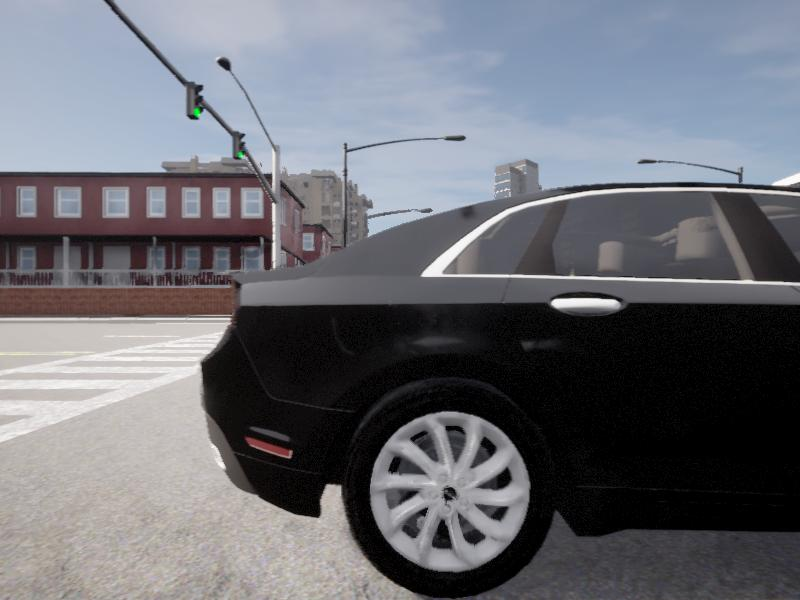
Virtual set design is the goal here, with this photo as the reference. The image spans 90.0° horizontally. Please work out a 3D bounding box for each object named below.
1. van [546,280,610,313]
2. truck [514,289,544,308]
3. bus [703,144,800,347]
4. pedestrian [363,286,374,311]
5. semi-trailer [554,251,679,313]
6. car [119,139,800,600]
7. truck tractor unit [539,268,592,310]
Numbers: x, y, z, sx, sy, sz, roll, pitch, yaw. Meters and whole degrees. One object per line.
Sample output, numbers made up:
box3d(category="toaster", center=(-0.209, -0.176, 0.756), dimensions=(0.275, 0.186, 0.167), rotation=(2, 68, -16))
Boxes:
box3d(category="van", center=(14.162, -0.250, 32.351), dimensions=(2.351, 2.431, 6.366), rotation=(0, 0, 0))
box3d(category="truck", center=(17.557, -0.268, 54.706), dimensions=(2.627, 2.467, 5.204), rotation=(0, 1, 2))
box3d(category="bus", center=(13.517, -1.161, 9.077), dimensions=(10.273, 4.253, 3.944), rotation=(0, 0, 0))
box3d(category="pedestrian", center=(-2.341, -0.108, 30.046), dimensions=(0.751, 1.860, 0.751), rotation=(0, 0, -1))
box3d(category="semi-trailer", center=(17.972, -1.253, 35.260), dimensions=(2.717, 4.402, 14.254), rotation=(0, 0, -3))
box3d(category="car", center=(1.548, 0.242, 2.203), dimensions=(4.892, 1.490, 1.837), rotation=(0, 0, 0))
box3d(category="truck tractor unit", center=(17.660, -1.151, 43.164), dimensions=(3.053, 4.208, 6.516), rotation=(0, 0, 0))
